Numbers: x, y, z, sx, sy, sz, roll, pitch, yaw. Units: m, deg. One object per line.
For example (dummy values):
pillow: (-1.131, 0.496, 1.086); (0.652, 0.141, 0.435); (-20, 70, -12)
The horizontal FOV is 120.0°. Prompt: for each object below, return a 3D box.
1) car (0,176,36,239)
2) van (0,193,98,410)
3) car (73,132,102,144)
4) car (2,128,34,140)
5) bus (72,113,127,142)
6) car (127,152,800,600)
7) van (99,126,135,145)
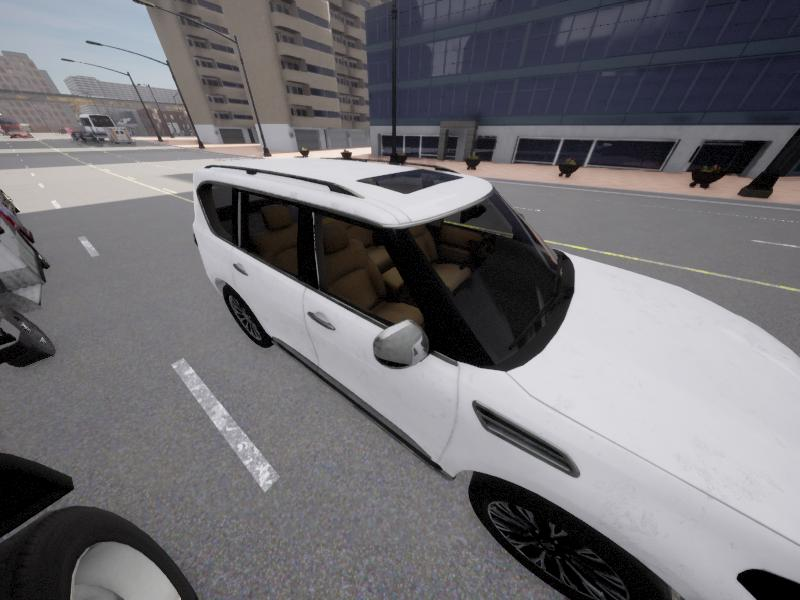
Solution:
car: (-12.933, -2.856, 6.570); (4.902, 1.511, 2.128); (22, 41, 28)
van: (-6.909, -0.728, 2.801); (6.366, 2.431, 2.351); (22, 41, 28)
car: (-56.384, -29.255, 41.683); (4.902, 1.511, 2.128); (24, 42, 27)
car: (-75.460, -32.892, 45.749); (2.242, 1.667, 4.611); (-30, 46, -35)
bus: (-60.730, -34.801, 46.654); (10.273, 4.253, 3.944); (24, 41, 27)
car: (-0.021, -0.211, 2.438); (5.566, 2.045, 2.150); (23, 41, 28)
van: (-51.773, -30.139, 42.300); (6.366, 2.431, 2.351); (24, 42, 27)
